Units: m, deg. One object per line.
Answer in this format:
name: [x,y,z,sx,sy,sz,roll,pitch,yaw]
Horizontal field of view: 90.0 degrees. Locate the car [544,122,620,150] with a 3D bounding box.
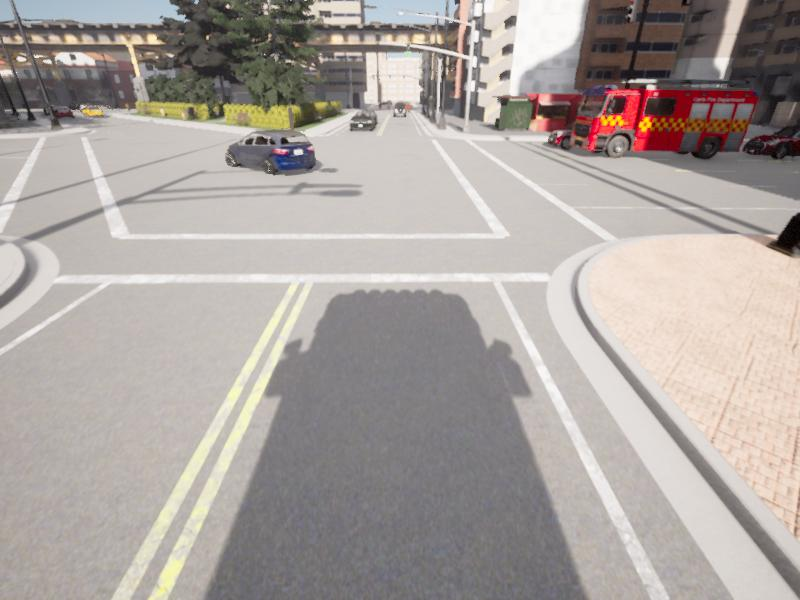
car: [11.678,-10.630,25.889,3.806,1.475,1.970,0,27,-1]

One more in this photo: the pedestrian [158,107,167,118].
pedestrian: [-32.571,-25.748,54.882,0.751,1.300,0.751,-20,33,-33]

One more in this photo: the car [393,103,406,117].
car: [-0.011,-28.712,60.390,1.905,1.878,3.866,0,27,0]

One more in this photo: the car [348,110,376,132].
car: [-3.515,-17.035,37.975,2.152,1.651,5.027,0,27,0]

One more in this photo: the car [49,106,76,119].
car: [-48.172,-26.793,57.088,3.806,1.475,1.970,24,36,38]

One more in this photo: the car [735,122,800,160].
car: [22.524,-9.093,22.836,4.553,1.767,2.097,0,27,-1]

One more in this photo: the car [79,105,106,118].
car: [-45.446,-27.859,59.050,5.366,1.575,1.801,24,36,38]

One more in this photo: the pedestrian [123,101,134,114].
pedestrian: [-43.360,-30.655,63.807,0.751,1.860,0.751,17,32,30]

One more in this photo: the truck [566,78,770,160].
truck: [14.389,-10.063,22.288,8.468,3.827,2.891,0,27,-1]

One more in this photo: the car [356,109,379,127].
car: [-3.508,-20.143,44.174,2.163,1.488,4.792,0,27,0]

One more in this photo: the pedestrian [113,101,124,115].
pedestrian: [-44.391,-30.270,63.054,0.751,1.860,0.751,19,33,32]

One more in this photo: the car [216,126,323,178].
car: [-5.894,-6.779,17.985,4.611,1.667,2.242,21,34,35]

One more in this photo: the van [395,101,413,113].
van: [0.732,-35.251,73.003,1.775,1.987,4.442,9,29,18]

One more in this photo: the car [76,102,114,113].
car: [-56.878,-35.995,74.819,2.152,1.651,5.027,10,29,21]
